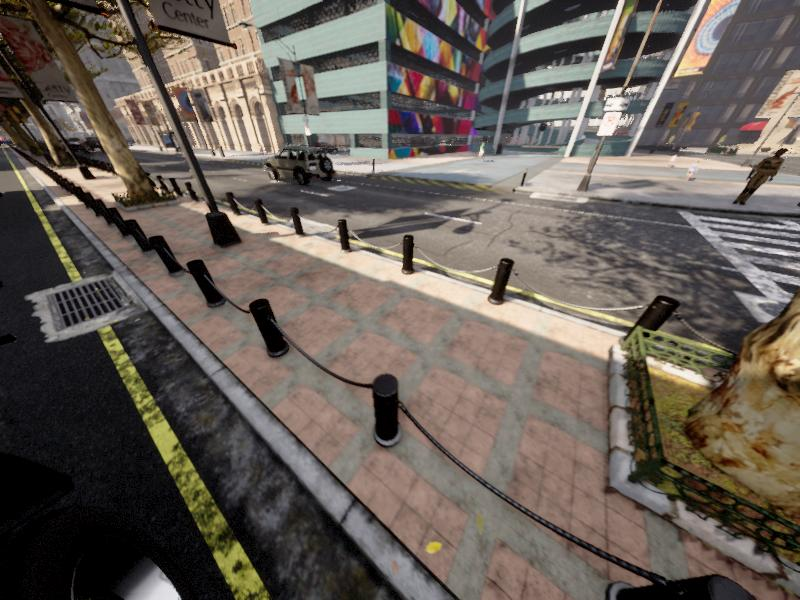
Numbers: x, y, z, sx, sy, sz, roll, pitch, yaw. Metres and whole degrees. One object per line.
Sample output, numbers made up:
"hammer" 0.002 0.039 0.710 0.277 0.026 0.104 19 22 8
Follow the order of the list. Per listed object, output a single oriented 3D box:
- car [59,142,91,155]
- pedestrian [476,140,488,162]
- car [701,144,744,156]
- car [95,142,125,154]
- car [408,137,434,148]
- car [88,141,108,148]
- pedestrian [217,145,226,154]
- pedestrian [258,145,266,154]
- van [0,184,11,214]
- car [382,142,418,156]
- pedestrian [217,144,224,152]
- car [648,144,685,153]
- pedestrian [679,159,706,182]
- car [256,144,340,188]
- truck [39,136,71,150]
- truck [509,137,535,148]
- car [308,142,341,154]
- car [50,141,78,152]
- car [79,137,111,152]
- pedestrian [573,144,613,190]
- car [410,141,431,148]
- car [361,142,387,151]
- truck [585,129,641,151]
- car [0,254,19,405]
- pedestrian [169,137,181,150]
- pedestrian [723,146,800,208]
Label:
"car" -48.349 -22.645 34.383 4.892 1.490 1.837 22 41 28
"pedestrian" 8.453 -15.282 23.729 0.751 1.860 0.751 11 37 15
"car" 52.777 -24.636 37.891 1.789 1.549 3.705 3 36 4
"car" -45.526 -23.913 36.295 3.806 1.475 1.970 22 41 28
"car" 5.063 -38.475 56.408 5.566 2.045 2.435 22 41 28
"car" -70.202 -36.253 53.700 4.718 1.301 1.895 22 41 28
"pedestrian" -25.334 -21.357 32.765 0.500 1.100 0.500 26 43 32
"pedestrian" -19.506 -21.272 32.685 0.500 1.100 0.500 8 36 11
"van" -17.118 -4.620 8.234 6.366 2.431 2.351 22 41 28
"car" -0.034 -21.982 33.575 4.902 1.511 2.128 22 41 28
"pedestrian" -29.044 -24.636 37.389 0.500 1.100 0.500 27 43 32
"car" 52.591 -30.026 45.673 1.994 1.385 4.181 -6 36 -9
"pedestrian" 16.994 -7.528 13.450 0.500 1.100 0.500 -25 42 -31
"car" -5.936 -7.927 13.483 4.605 1.855 1.932 22 41 28
"truck" -67.667 -30.788 45.274 6.274 2.098 2.390 22 41 28
"truck" 32.690 -42.215 61.883 5.204 2.467 2.627 25 42 31
"car" -11.888 -23.884 36.257 4.786 1.482 2.161 22 41 28
"car" -58.844 -26.889 40.426 4.181 1.385 1.994 22 41 28
"car" -54.455 -27.826 41.224 5.566 2.045 2.150 22 41 28
"pedestrian" 9.377 -6.496 11.272 0.751 1.860 0.751 -29 44 -35
"car" 5.014 -38.174 56.661 4.514 1.523 2.007 22 41 28
"car" -4.883 -29.153 43.868 4.718 1.301 1.895 22 41 28
"truck" 49.164 -37.311 53.865 2.891 3.827 8.468 -15 38 -21
"car" -6.579 0.098 2.452 4.792 1.488 2.163 23 41 29
"pedestrian" -41.396 -28.790 42.534 0.751 1.860 0.751 -30 45 -35
"pedestrian" 13.163 -4.490 8.453 0.751 1.860 0.751 -26 43 -32
